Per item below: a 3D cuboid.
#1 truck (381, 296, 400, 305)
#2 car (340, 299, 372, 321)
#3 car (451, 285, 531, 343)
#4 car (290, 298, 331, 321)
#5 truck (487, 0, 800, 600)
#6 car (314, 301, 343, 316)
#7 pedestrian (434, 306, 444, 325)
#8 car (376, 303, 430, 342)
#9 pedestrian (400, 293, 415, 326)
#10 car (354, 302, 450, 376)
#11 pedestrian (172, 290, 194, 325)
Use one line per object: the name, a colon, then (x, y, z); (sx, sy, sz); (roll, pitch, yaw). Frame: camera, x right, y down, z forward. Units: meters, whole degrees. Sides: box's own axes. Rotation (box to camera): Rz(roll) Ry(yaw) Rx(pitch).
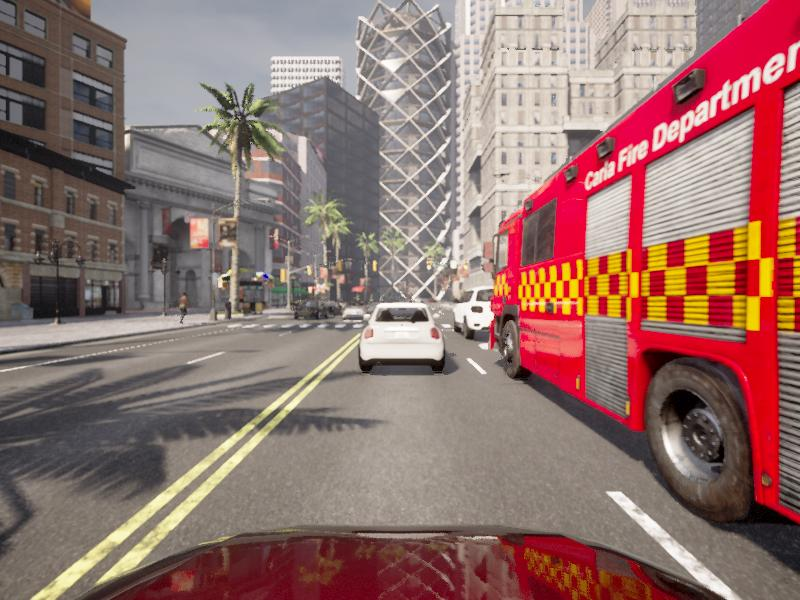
truck: (-2.433, 0.126, 103.830); (2.390, 2.098, 6.274); (0, 0, 23)
car: (-3.311, 0.704, 31.015); (2.007, 1.525, 4.514); (0, 0, 0)
car: (3.592, 0.500, 16.984); (2.150, 2.045, 5.566); (0, 0, 0)
car: (-6.812, 0.647, 30.978); (1.930, 1.638, 5.238); (0, 0, 0)
truck: (3.519, -0.344, 5.382); (2.891, 3.827, 8.468); (0, 0, 0)
car: (-6.761, 0.791, 38.343); (1.895, 1.301, 4.718); (0, 0, 0)
pedestrian: (2.281, 0.923, 23.446); (0.500, 1.100, 0.500); (0, 0, -11)
car: (0.099, 0.840, 16.874); (1.994, 1.385, 4.181); (0, 0, 0)
pedestrian: (0.447, 0.545, 23.145); (0.751, 1.860, 0.751); (0, 0, -8)
car: (0.049, 0.813, 10.065); (1.970, 1.475, 3.806); (0, 0, 0)
pedestrian: (-11.899, 0.397, 21.980); (0.751, 1.860, 0.751); (0, 0, 23)
